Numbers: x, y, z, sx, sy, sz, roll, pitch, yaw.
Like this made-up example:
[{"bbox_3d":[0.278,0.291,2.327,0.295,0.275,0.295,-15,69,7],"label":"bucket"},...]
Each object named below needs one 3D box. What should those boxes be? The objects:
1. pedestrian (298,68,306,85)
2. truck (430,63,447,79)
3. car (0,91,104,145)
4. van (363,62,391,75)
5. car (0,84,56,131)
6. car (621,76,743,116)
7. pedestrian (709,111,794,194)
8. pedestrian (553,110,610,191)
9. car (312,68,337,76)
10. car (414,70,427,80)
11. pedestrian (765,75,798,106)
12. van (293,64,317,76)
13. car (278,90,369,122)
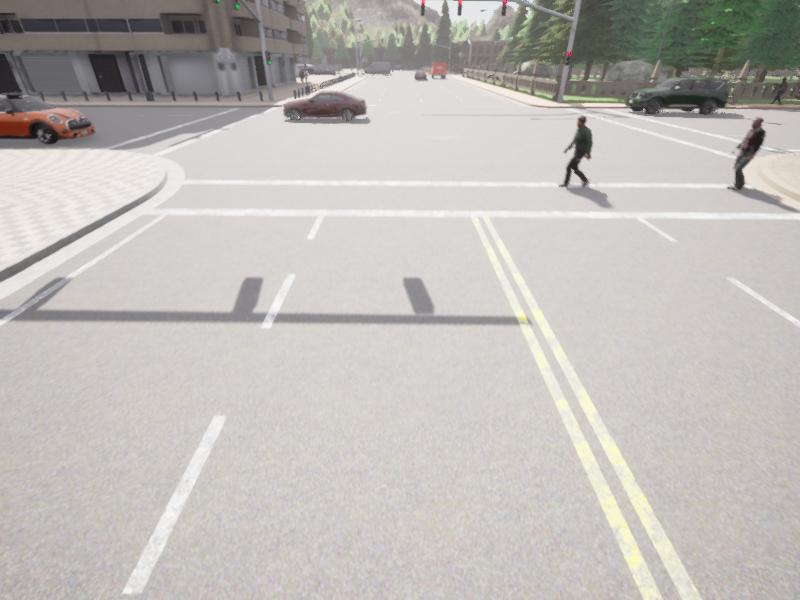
[{"bbox_3d":[-12.757,-29.030,51.895,0.751,1.860,0.751,-4,31,-7],"label":"pedestrian"},{"bbox_3d":[7.046,-42.209,73.634,2.627,2.467,5.204,0,30,0],"label":"truck"},{"bbox_3d":[-15.310,-7.456,16.282,4.553,1.767,2.097,0,31,1],"label":"car"},{"bbox_3d":[-5.110,-51.960,89.778,5.915,2.561,1.988,0,31,0],"label":"van"},{"bbox_3d":[-19.996,-9.325,19.294,4.605,1.855,1.932,0,31,0],"label":"car"},{"bbox_3d":[17.374,-12.768,25.006,5.566,2.045,2.150,1,31,1],"label":"car"},{"bbox_3d":[8.883,-3.744,10.192,0.751,1.860,0.751,-1,31,-2],"label":"pedestrian"},{"bbox_3d":[4.639,-3.857,10.355,0.751,1.860,0.751,1,31,1],"label":"pedestrian"},{"bbox_3d":[-15.812,-47.871,83.995,4.674,1.442,1.812,1,31,1],"label":"car"},{"bbox_3d":[3.540,-38.566,68.654,1.994,1.385,4.181,0,31,0],"label":"car"},{"bbox_3d":[26.756,-14.698,28.087,0.751,1.860,0.751,2,31,3],"label":"pedestrian"},{"bbox_3d":[-20.547,-49.962,86.877,4.480,2.038,2.069,0,31,0],"label":"van"},{"bbox_3d":[-4.131,-10.856,22.344,4.674,1.442,1.812,0,31,0],"label":"car"}]
